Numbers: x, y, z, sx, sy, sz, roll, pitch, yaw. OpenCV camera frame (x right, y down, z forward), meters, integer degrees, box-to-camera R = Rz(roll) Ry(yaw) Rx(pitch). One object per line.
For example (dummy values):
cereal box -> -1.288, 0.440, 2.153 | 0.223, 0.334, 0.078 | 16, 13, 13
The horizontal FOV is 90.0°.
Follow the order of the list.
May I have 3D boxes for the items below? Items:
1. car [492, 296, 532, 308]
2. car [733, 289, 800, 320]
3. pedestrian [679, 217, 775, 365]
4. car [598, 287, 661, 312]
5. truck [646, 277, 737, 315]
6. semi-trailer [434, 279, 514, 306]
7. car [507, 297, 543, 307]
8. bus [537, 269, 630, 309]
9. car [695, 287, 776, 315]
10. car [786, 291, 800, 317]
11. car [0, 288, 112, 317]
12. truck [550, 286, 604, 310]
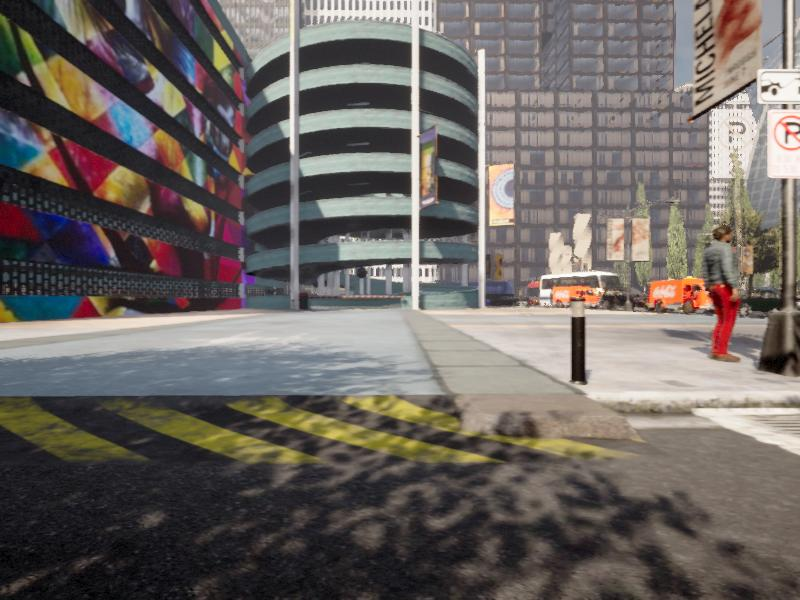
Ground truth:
car -> 14.844, 0.232, 53.457 | 2.128, 1.511, 4.902 | 0, 0, -34
car -> 20.526, 0.211, 21.709 | 1.789, 1.549, 3.705 | 0, 0, -1
pedestrian -> 4.415, -0.116, 5.467 | 0.751, 1.860, 0.751 | 0, 0, 10
car -> 20.226, -0.036, 35.674 | 2.150, 2.045, 5.566 | 0, 0, -4
truck -> 20.436, -0.247, 28.437 | 2.627, 2.467, 5.204 | 0, 0, -1
semi-trailer -> 12.609, -1.232, 70.245 | 14.254, 4.402, 2.717 | 0, -1, 38
car -> 18.703, 0.246, 60.045 | 2.163, 1.488, 4.792 | 0, 0, -36
bus -> 21.576, -1.140, 48.058 | 3.944, 4.253, 10.273 | 0, 0, -22
car -> 23.938, 0.048, 28.829 | 1.932, 1.855, 4.605 | 0, 0, -1
car -> 24.037, 0.225, 21.571 | 2.007, 1.525, 4.514 | 0, 0, -1
car -> -19.090, 0.119, 21.997 | 4.902, 1.511, 2.128 | 0, 0, -1
truck -> 19.126, -0.258, 43.481 | 2.627, 2.467, 5.204 | 0, 1, -16
